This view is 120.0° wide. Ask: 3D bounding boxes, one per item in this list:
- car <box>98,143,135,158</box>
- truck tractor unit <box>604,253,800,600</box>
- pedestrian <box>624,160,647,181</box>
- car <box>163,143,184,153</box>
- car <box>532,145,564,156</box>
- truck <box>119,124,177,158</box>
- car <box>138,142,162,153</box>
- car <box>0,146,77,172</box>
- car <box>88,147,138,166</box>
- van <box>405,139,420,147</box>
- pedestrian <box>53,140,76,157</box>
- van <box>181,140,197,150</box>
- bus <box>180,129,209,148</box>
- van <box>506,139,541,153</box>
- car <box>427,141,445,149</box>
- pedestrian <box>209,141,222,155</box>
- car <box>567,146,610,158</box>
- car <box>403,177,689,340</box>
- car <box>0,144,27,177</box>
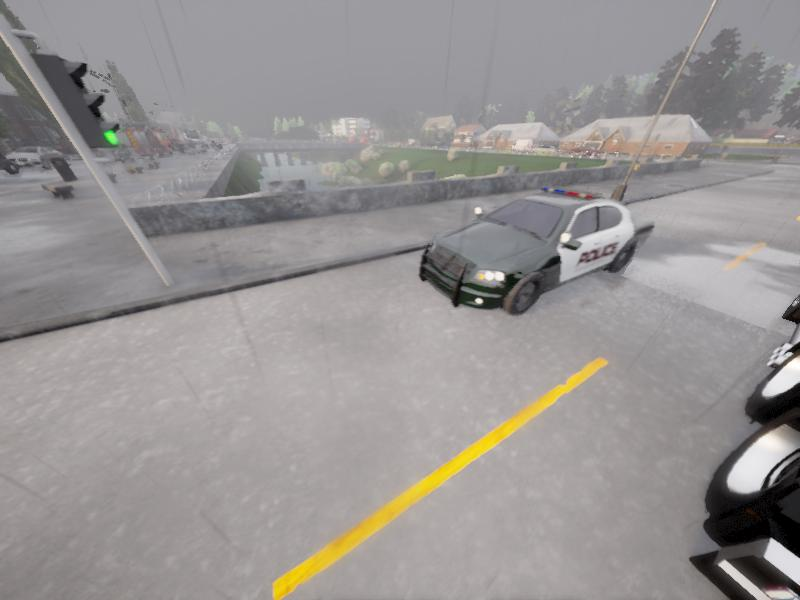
[{"bbox_3d":[-40.665,-21.572,33.288,1.851,1.617,3.988,-17,38,-23],"label":"car"},{"bbox_3d":[5.091,-0.321,0.808,6.516,4.208,3.053,-19,39,-25],"label":"truck tractor unit"},{"bbox_3d":[15.421,-8.488,15.150,0.500,1.100,0.500,-18,39,-24],"label":"pedestrian"},{"bbox_3d":[-43.794,-29.533,44.825,1.816,1.474,4.193,-17,38,-23],"label":"car"},{"bbox_3d":[27.625,-28.132,43.352,2.007,1.525,4.514,-17,38,-23],"label":"car"},{"bbox_3d":[-37.672,-24.115,35.027,2.891,3.827,8.468,-17,38,-23],"label":"truck"},{"bbox_3d":[-48.385,-29.607,44.849,1.851,1.617,3.988,-17,38,-23],"label":"car"},{"bbox_3d":[-32.048,-12.584,20.419,2.152,1.651,5.027,-17,39,-23],"label":"car"},{"bbox_3d":[-30.136,-15.277,24.438,1.816,1.474,4.193,-17,38,-23],"label":"car"},{"bbox_3d":[4.556,-57.393,84.447,2.351,2.431,6.366,-17,38,-23],"label":"van"},{"bbox_3d":[-45.873,-20.758,31.629,0.751,1.860,0.751,-12,37,-17],"label":"pedestrian"},{"bbox_3d":[-52.003,-38.331,56.963,1.775,1.987,4.442,-17,38,-23],"label":"van"},{"bbox_3d":[-59.420,-46.877,67.202,3.944,4.253,10.273,-17,38,-23],"label":"bus"},{"bbox_3d":[27.025,-33.888,50.836,2.351,2.431,6.366,-17,38,-23],"label":"van"},{"bbox_3d":[10.676,-46.072,68.564,2.150,2.045,5.566,-17,38,-23],"label":"car"},{"bbox_3d":[-29.734,-24.546,37.210,0.751,1.860,0.751,-6,35,-9],"label":"pedestrian"},{"bbox_3d":[31.036,-24.605,38.299,1.882,1.535,5.008,-17,38,-23],"label":"car"},{"bbox_3d":[2.742,-1.265,4.509,4.974,1.542,2.038,-17,38,-23],"label":"car"},{"bbox_3d":[-28.920,-9.434,15.680,1.905,1.878,3.866,-17,38,-23],"label":"car"}]
